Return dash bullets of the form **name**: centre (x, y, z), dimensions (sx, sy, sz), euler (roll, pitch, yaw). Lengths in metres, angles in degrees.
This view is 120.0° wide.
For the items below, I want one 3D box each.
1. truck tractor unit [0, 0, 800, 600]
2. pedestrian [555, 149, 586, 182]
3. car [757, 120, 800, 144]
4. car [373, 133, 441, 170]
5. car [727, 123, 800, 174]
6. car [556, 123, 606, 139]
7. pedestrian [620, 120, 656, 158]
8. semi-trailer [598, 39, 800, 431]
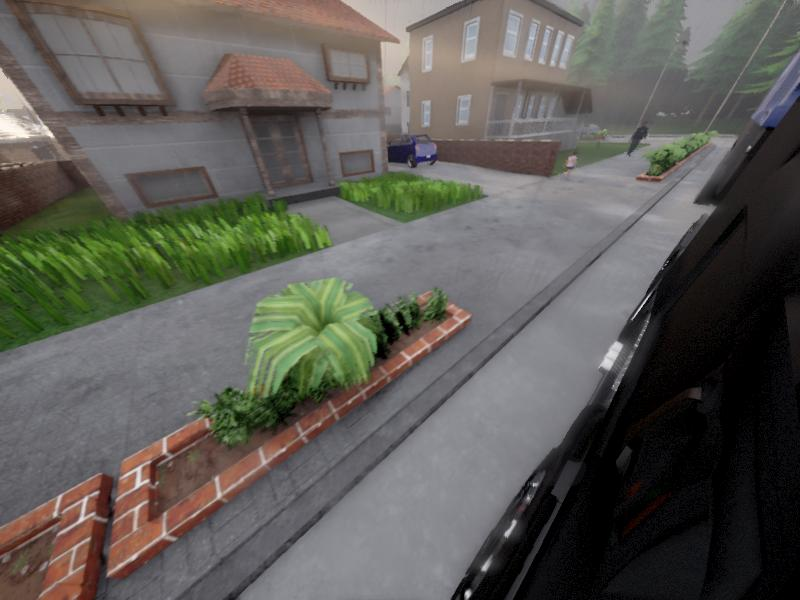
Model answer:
- **truck tractor unit**: centre (2.645, -0.295, 0.351), dimensions (6.516, 4.208, 3.053), euler (-28, 44, -30)
- **pedestrian**: centre (6.997, -5.555, 9.521), dimensions (0.500, 1.100, 0.500), euler (-15, 39, -16)
- **car**: centre (33.289, -13.875, 18.980), dimensions (2.163, 1.488, 4.792), euler (13, 40, 20)
- **car**: centre (0.323, -8.623, 13.288), dimensions (1.845, 1.501, 3.633), euler (-28, 44, -30)
- **car**: centre (18.260, -7.528, 11.254), dimensions (5.238, 1.638, 1.930), euler (-28, 44, -30)
- **car**: centre (25.594, -24.013, 32.858), dimensions (2.152, 1.651, 5.027), euler (-28, 44, -30)
- **pedestrian**: centre (14.759, -10.009, 14.377), dimensions (0.751, 1.860, 0.751), euler (-28, 44, -30)
- **semi-trailer**: centre (8.674, -3.611, 4.267), dimensions (14.254, 4.402, 2.717), euler (-28, 44, -30)
